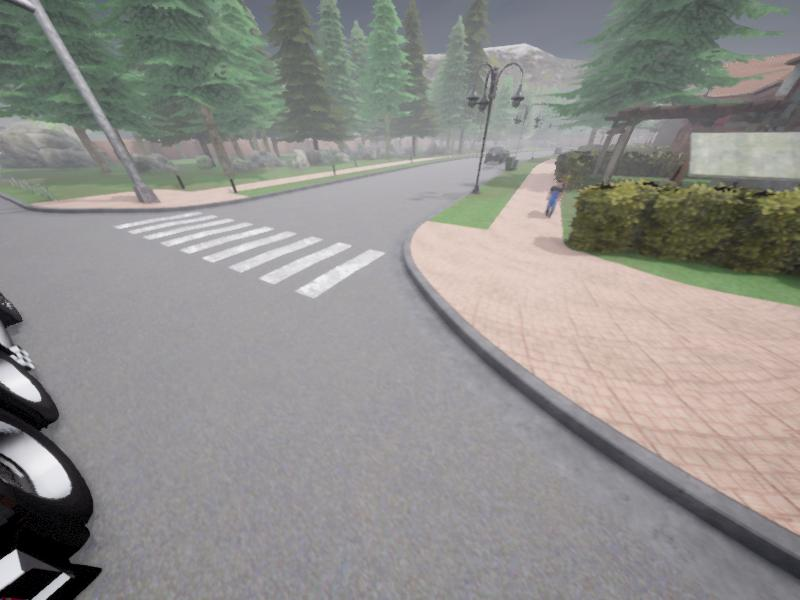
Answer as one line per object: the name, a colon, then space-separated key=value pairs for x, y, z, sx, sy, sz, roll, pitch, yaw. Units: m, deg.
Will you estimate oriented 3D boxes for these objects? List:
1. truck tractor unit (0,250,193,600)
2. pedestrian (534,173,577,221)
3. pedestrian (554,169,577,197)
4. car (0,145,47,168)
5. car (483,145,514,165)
truck tractor unit: x=-5.093 y=-0.314 z=0.834 sx=6.516 sy=4.208 sz=3.053 roll=19 pitch=39 yaw=26
pedestrian: x=5.178 y=-3.480 z=7.791 sx=0.751 sy=1.300 sz=0.751 roll=14 pitch=37 yaw=20
pedestrian: x=7.694 y=-5.460 z=10.778 sx=0.500 sy=1.100 sz=0.500 roll=17 pitch=38 yaw=23
car: x=-44.693 y=-15.863 z=25.560 sx=2.150 sy=2.045 sz=5.566 roll=11 pitch=36 yaw=16
car: x=11.927 y=-17.639 z=27.955 sx=2.097 sy=1.767 sz=4.553 roll=20 pitch=40 yaw=26
